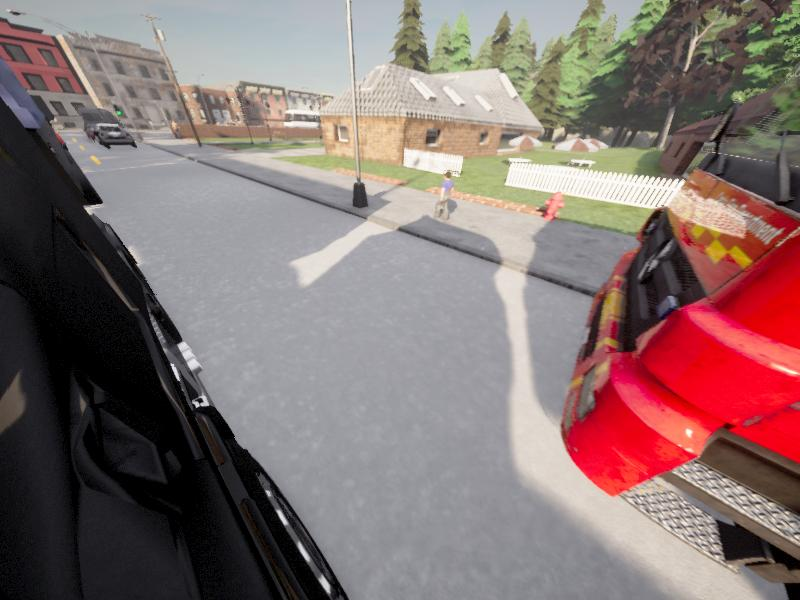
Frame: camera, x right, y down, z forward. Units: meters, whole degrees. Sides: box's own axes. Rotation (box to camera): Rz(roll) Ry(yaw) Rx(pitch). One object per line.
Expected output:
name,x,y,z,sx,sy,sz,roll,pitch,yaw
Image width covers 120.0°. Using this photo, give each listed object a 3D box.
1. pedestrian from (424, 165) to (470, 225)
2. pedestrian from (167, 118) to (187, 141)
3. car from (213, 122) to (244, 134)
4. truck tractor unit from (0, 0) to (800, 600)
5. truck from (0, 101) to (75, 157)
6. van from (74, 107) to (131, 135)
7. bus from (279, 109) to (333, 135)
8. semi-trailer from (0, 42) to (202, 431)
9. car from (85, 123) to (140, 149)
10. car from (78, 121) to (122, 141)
pedestrian,1.227,-2.859,6.266,0.751,1.300,0.751,-16,41,-24
pedestrian,-23.022,-17.592,23.877,0.751,1.860,0.751,-23,44,-30
car,-31.751,-31.890,42.859,1.851,1.617,3.988,28,44,30
truck tractor unit,-2.645,-0.295,0.352,6.516,4.208,3.053,28,44,30
truck,-22.974,-10.445,14.042,5.204,2.467,2.627,28,43,30
van,-37.788,-22.870,29.616,1.988,2.561,5.915,-16,41,-22
bus,-20.918,-40.160,52.430,3.944,4.253,10.273,28,44,30
semi-trailer,-8.699,-3.610,4.220,14.254,4.402,2.717,28,44,30
car,-23.209,-13.293,18.665,3.806,1.475,1.970,28,44,30
car,-30.142,-16.959,23.198,4.181,1.385,1.994,28,44,30
